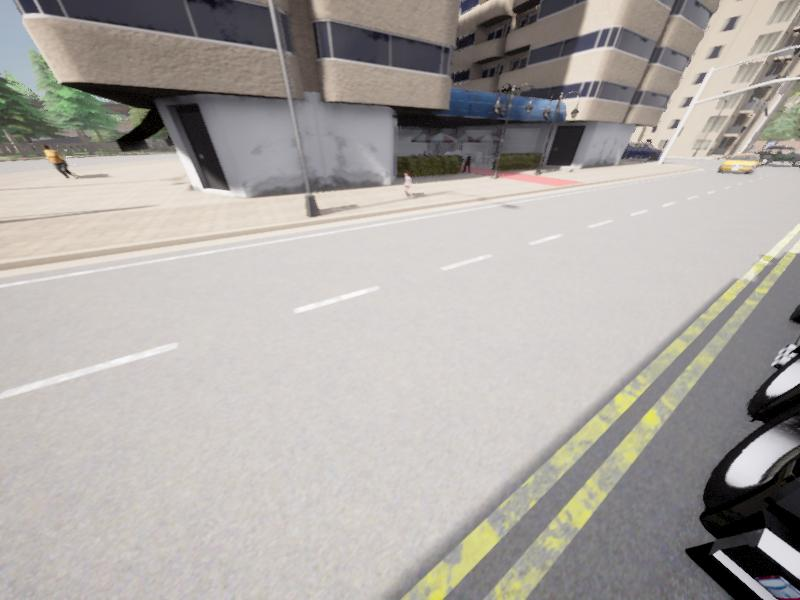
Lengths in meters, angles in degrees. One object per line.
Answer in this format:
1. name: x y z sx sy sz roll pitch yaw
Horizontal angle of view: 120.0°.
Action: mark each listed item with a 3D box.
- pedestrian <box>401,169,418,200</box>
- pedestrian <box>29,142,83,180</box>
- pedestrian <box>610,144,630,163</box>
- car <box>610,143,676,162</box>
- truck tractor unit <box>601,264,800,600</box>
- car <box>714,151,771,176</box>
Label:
1. pedestrian: 0.373 -4.920 9.816 0.500 1.100 0.500 -18 39 -24
2. pedestrian: -19.873 -8.056 13.412 0.751 1.860 0.751 -14 37 -19
3. pedestrian: 24.881 -16.577 26.141 0.751 1.860 0.751 13 37 17
4. car: 33.320 -20.438 31.919 2.150 2.045 5.566 -19 39 -25
5. truck tractor unit: 5.115 -0.295 0.781 6.516 4.208 3.053 -18 39 -24
6. car: 29.459 -11.776 19.834 5.366 1.575 1.801 -21 40 -28
